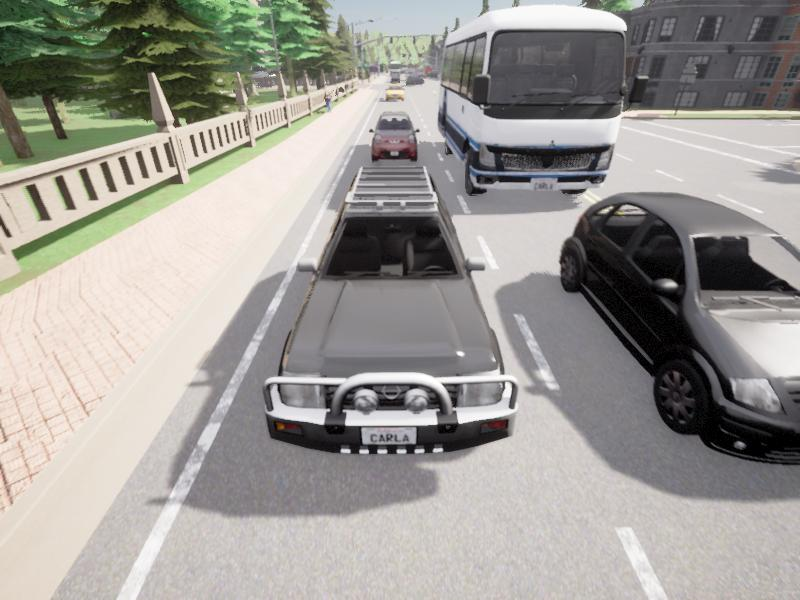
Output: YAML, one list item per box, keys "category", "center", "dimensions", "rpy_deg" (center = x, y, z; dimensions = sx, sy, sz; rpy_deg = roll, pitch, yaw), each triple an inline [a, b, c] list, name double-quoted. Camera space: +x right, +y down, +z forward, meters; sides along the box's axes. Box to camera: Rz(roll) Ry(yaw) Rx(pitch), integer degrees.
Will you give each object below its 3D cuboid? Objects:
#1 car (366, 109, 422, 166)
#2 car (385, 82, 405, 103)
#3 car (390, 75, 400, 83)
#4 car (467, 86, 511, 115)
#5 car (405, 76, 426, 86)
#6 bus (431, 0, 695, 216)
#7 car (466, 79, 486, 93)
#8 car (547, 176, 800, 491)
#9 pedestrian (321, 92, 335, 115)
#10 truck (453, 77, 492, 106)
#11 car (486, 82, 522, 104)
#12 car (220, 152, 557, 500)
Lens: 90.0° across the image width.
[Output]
- category: "car"
  center: [-0.207, -6.207, 15.089]
  dimensions: [1.845, 1.501, 3.633]
  rpy_deg: [0, 30, 0]
- category: "car"
  center: [-0.482, -20.618, 39.661]
  dimensions: [1.801, 1.575, 5.366]
  rpy_deg: [0, 30, 0]
- category: "car"
  center: [-1.002, -45.764, 82.900]
  dimensions: [1.895, 1.301, 4.718]
  rpy_deg: [0, 30, 0]
- category: "car"
  center: [6.616, -15.172, 30.295]
  dimensions: [2.152, 1.651, 5.027]
  rpy_deg: [0, 30, 0]
- category: "car"
  center: [2.717, -37.646, 68.760]
  dimensions: [1.845, 1.501, 3.633]
  rpy_deg: [21, 36, 31]
- category: "bus"
  center: [3.432, -6.450, 12.794]
  dimensions: [3.944, 4.253, 10.273]
  rpy_deg: [0, 31, 0]
- category: "car"
  center: [9.856, -27.986, 52.327]
  dimensions: [1.816, 1.474, 4.193]
  rpy_deg: [0, 30, 0]
- category: "car"
  center: [3.416, -0.133, 4.623]
  dimensions: [1.851, 1.617, 3.988]
  rpy_deg: [0, 30, 0]
- category: "pedestrian"
  center: [-4.879, -13.370, 27.216]
  dimensions: [0.751, 1.300, 0.751]
  rpy_deg: [-1, 30, -2]
- category: "truck"
  center: [6.533, -19.439, 37.115]
  dimensions: [2.390, 2.098, 6.274]
  rpy_deg: [0, 30, 0]
- category: "car"
  center: [10.014, -20.233, 38.934]
  dimensions: [2.152, 1.651, 5.027]
  rpy_deg: [0, 30, 0]
- category: "car"
  center: [-0.084, -0.359, 4.751]
  dimensions: [1.932, 1.855, 4.605]
  rpy_deg: [0, 30, 0]
